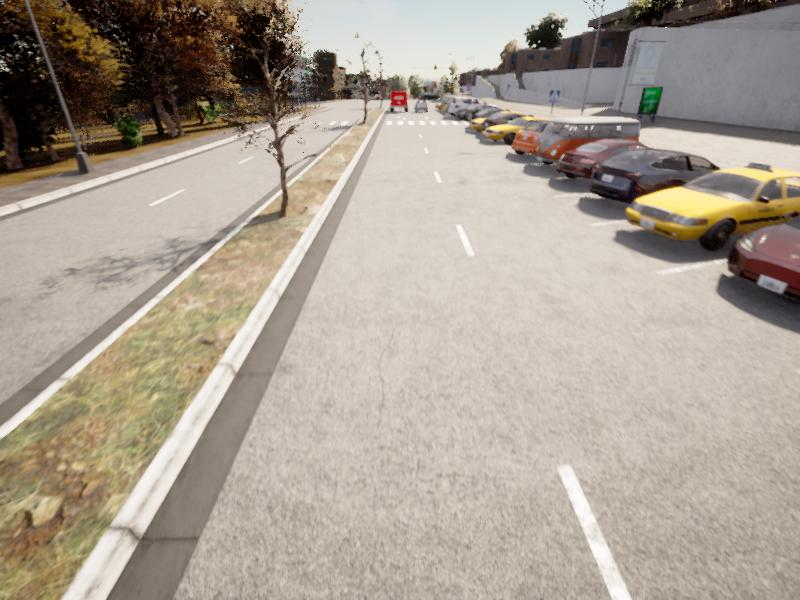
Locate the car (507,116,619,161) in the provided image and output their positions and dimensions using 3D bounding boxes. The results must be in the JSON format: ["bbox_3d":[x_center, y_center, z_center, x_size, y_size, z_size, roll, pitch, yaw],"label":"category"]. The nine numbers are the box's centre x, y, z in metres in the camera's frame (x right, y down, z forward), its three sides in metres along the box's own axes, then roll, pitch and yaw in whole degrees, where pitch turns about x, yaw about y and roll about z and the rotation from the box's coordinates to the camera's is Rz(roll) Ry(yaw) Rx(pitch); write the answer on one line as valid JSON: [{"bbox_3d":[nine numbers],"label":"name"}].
[{"bbox_3d":[7.999,-8.089,19.876,4.553,1.767,2.185,-9,30,-18],"label":"car"}]

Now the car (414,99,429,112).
[{"bbox_3d":[2.902,-26.820,55.222,1.845,1.501,3.633,0,28,0],"label":"car"}]

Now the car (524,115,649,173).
[{"bbox_3d":[7.926,-6.750,17.159,4.442,1.987,1.878,-9,30,-18],"label":"car"}]

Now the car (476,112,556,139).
[{"bbox_3d":[8.040,-12.196,27.854,4.792,1.488,2.163,-9,30,-18],"label":"car"}]

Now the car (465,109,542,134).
[{"bbox_3d":[7.837,-13.603,30.395,5.366,1.575,1.946,-9,30,-18],"label":"car"}]

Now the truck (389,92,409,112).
[{"bbox_3d":[-0.106,-27.897,56.232,2.627,2.467,5.204,0,27,0],"label":"truck"}]

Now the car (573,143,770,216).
[{"bbox_3d":[8.065,-3.752,12.066,4.792,1.488,2.163,-9,29,-18],"label":"car"}]

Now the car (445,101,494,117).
[{"bbox_3d":[7.990,-22.053,46.237,5.008,1.535,2.097,-9,30,-18],"label":"car"}]

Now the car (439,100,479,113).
[{"bbox_3d":[7.998,-26.222,54.172,4.792,1.488,2.163,-9,29,-18],"label":"car"}]

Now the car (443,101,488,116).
[{"bbox_3d":[7.974,-23.451,48.876,4.892,1.521,2.231,-9,29,-18],"label":"car"}]

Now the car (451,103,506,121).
[{"bbox_3d":[8.003,-19.250,40.971,4.892,1.521,2.231,-9,30,-18],"label":"car"}]

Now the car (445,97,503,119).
[{"bbox_3d":[8.018,-20.884,43.501,5.566,2.045,2.435,-9,29,-18],"label":"car"}]

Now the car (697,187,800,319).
[{"bbox_3d":[8.020,-0.958,6.760,4.792,1.488,2.163,-9,30,-18],"label":"car"}]

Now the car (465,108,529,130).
[{"bbox_3d":[8.001,-15.003,33.103,4.674,1.452,2.002,-9,29,-18],"label":"car"}]

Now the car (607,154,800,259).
[{"bbox_3d":[7.871,-2.352,9.334,5.366,1.575,1.946,-9,30,-18],"label":"car"}]

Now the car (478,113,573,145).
[{"bbox_3d":[7.844,-10.777,25.140,5.366,1.575,1.946,-9,30,-18],"label":"car"}]

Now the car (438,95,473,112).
[{"bbox_3d":[7.862,-27.817,56.638,4.442,1.987,1.878,-9,30,-18],"label":"car"}]

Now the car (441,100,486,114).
[{"bbox_3d":[8.150,-24.879,51.568,5.366,1.575,1.946,-9,29,-18],"label":"car"}]

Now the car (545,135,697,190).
[{"bbox_3d":[8.030,-5.138,14.695,4.674,1.452,2.002,-9,29,-18],"label":"car"}]
